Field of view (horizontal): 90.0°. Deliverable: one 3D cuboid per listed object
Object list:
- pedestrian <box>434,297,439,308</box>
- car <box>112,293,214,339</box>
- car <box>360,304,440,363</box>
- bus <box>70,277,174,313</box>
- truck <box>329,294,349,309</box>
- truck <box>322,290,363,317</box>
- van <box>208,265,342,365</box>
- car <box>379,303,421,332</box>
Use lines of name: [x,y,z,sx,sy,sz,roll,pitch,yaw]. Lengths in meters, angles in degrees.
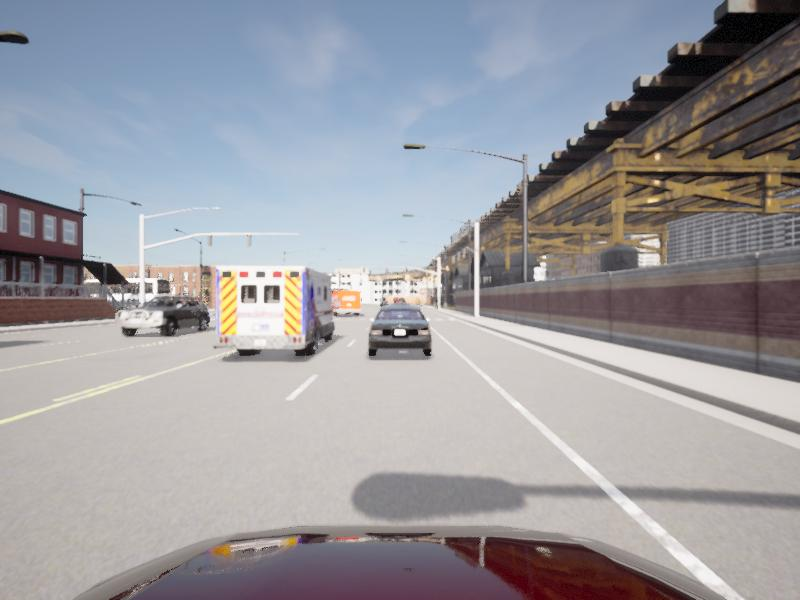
pedestrian: [6.183,0.406,67.482,0.751,1.860,0.751,0,0,8]
car: [-10.503,0.631,18.243,1.932,1.855,4.605,0,0,0]
car: [0.002,0.880,12.815,2.033,1.411,5.357,0,0,0]
bus: [-34.598,-0.594,50.107,10.273,4.253,3.944,0,0,0]
truck: [-10.456,0.277,69.317,2.627,2.467,5.204,0,0,0]
truck: [-5.730,0.316,39.397,2.627,2.467,5.204,1,0,-24]
van: [-3.506,0.363,12.955,2.351,2.431,6.366,0,0,0]
car: [0.000,0.869,22.248,2.033,1.411,5.357,0,0,0]
